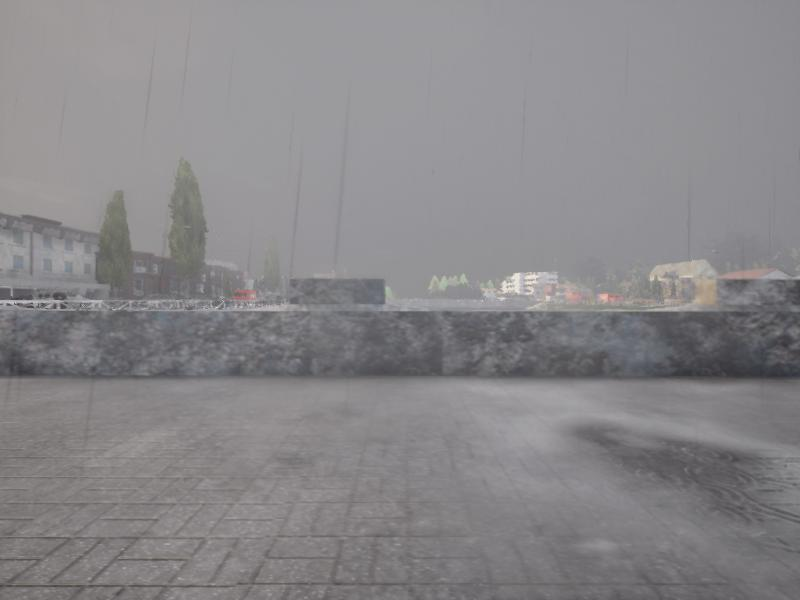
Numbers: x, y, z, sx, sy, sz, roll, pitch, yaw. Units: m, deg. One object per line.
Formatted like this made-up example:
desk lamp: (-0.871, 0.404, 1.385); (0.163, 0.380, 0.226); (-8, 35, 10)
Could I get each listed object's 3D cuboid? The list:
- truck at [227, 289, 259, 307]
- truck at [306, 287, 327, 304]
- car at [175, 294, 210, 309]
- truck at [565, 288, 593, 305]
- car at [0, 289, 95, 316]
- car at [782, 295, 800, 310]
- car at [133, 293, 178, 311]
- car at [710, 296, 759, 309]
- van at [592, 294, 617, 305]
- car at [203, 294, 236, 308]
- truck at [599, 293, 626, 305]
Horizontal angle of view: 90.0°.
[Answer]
truck: (-23.160, -0.271, 59.216); (2.627, 2.467, 5.204); (0, 0, 0)
truck: (-19.173, -0.953, 92.371); (2.891, 3.827, 8.468); (0, 0, 0)
car: (-23.155, 0.154, 44.867); (1.851, 1.617, 3.988); (0, 0, 0)
truck: (42.490, -0.861, 95.196); (2.891, 3.827, 8.468); (0, 0, 0)
car: (-23.139, 0.146, 26.458); (2.152, 1.651, 5.027); (0, 0, 0)
car: (42.504, 0.252, 41.590); (1.851, 1.617, 3.988); (0, 0, 0)
car: (-23.152, 0.154, 38.106); (1.851, 1.617, 3.988); (0, 0, 0)
car: (42.504, 0.287, 51.017); (2.038, 1.542, 4.974); (0, 0, 0)
van: (46.497, -0.157, 91.213); (2.351, 2.431, 6.366); (0, 0, 0)
car: (-23.157, 0.136, 51.513); (1.930, 1.638, 5.238); (0, 0, 0)
truck: (42.498, -0.181, 80.209); (2.627, 2.467, 5.204); (0, 0, 0)
